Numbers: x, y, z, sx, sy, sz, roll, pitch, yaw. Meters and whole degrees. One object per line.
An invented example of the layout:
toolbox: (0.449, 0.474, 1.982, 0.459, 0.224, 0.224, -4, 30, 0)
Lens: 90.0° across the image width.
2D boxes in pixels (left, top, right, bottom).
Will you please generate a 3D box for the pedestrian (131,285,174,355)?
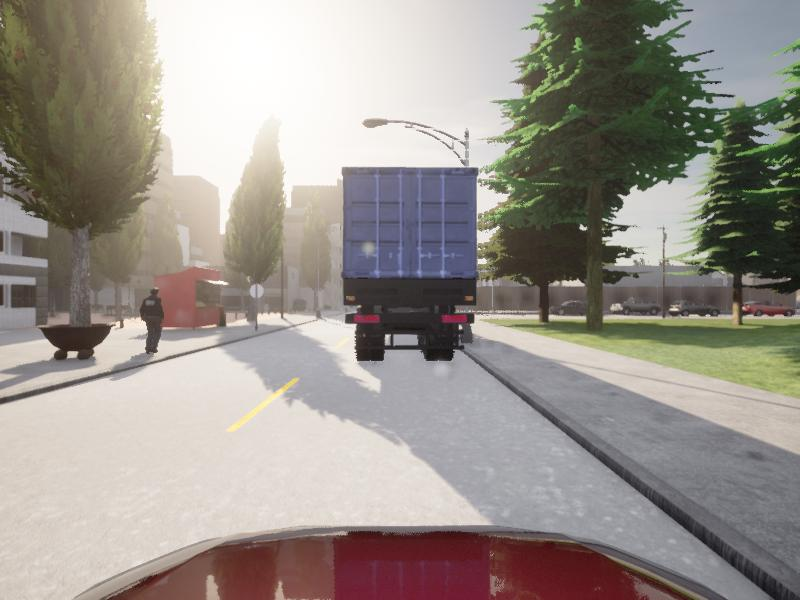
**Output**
pedestrian: (-6.845, 0.532, 11.092, 0.751, 1.860, 0.751, 0, 0, -6)

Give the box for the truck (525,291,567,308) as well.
truck: (33.121, -0.110, 90.844, 8.468, 3.827, 2.891, 0, 0, 0)

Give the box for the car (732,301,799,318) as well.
car: (34.092, 0.827, 37.400, 4.514, 1.525, 2.007, 0, 0, -2)

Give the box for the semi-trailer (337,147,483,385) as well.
semi-trailer: (0.036, -0.617, 14.532, 2.717, 4.402, 14.254, 0, 0, -1)

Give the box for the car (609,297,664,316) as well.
car: (24.441, 0.651, 41.470, 4.605, 1.855, 1.932, 0, 0, -1)

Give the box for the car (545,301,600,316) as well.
car: (17.836, 0.843, 41.491, 4.892, 1.490, 1.837, 0, 0, -1)

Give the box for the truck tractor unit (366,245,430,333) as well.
truck tractor unit: (-0.118, -0.522, 22.443, 3.053, 4.208, 6.516, 0, 0, -1)

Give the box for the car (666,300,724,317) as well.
car: (27.587, 0.787, 37.493, 3.988, 1.617, 1.851, 0, 0, 0)
